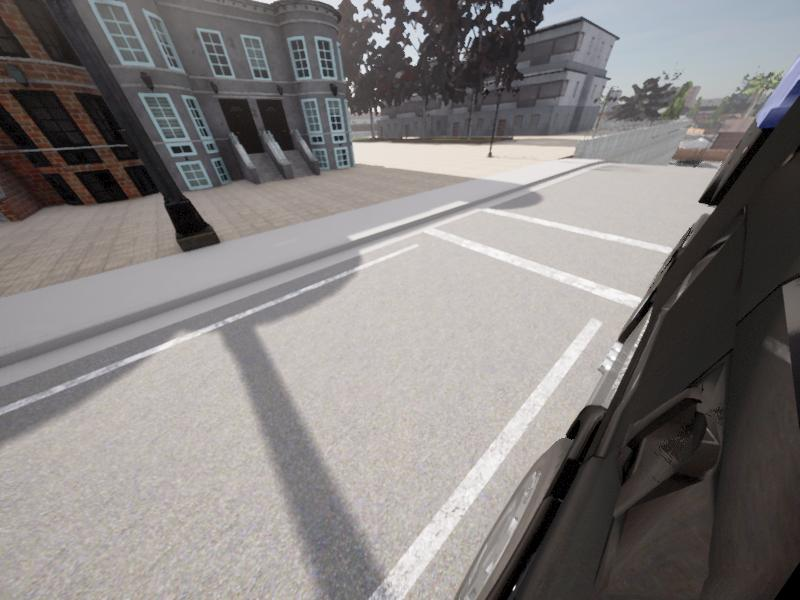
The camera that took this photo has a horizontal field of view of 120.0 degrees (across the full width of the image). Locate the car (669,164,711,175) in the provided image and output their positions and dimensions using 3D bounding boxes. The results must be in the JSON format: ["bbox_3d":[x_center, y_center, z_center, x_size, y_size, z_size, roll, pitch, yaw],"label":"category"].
[{"bbox_3d":[59.414,-26.832,47.413,1.882,1.535,5.008,-28,44,-30],"label":"car"}]

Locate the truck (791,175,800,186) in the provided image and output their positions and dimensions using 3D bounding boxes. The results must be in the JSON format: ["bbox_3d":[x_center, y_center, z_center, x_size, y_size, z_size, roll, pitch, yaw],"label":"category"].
[{"bbox_3d":[26.438,-7.809,13.338,6.274,2.098,2.390,-18,38,-37],"label":"truck"}]

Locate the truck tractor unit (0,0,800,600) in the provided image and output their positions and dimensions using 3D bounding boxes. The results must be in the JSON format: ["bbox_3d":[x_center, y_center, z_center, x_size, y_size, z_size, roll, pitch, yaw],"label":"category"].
[{"bbox_3d":[2.645,-0.295,0.351,6.516,4.208,3.053,-28,44,-30],"label":"truck tractor unit"}]

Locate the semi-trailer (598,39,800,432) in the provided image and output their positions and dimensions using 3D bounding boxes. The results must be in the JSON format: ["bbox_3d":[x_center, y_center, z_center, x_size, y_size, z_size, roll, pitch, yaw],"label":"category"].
[{"bbox_3d":[8.702,-3.614,4.208,14.254,4.402,2.717,-28,44,-30],"label":"semi-trailer"}]
